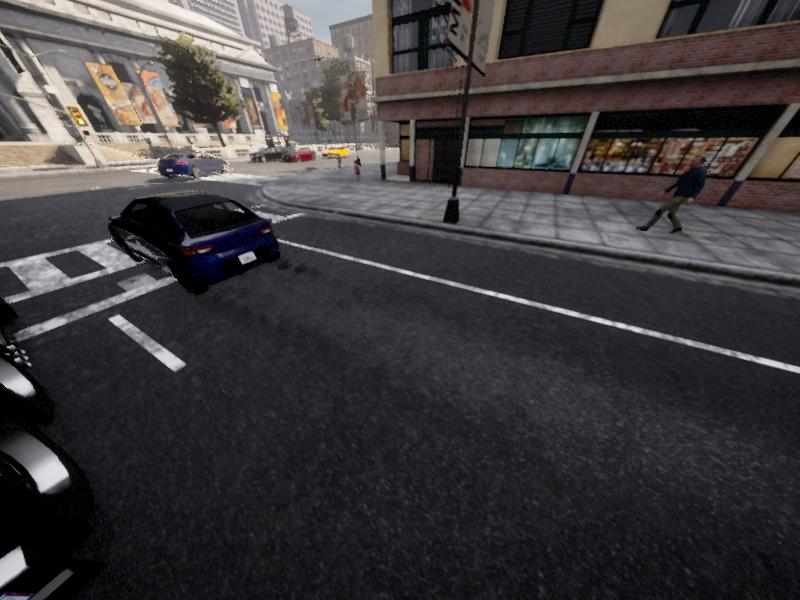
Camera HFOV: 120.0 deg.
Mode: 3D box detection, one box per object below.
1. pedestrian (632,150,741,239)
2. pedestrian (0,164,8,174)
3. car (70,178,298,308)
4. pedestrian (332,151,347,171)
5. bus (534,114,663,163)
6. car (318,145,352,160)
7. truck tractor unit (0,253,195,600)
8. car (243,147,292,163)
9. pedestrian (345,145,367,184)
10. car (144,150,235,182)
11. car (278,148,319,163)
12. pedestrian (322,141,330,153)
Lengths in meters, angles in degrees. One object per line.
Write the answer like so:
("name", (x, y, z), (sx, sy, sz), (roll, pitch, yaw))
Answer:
("pedestrian", (6.911, -2.604, 5.748), (0.751, 1.860, 0.751), (14, 37, 19))
("pedestrian", (-32.159, -10.874, 17.950), (0.751, 1.860, 0.751), (11, 37, 16))
("car", (-4.538, -1.526, 4.940), (4.193, 1.474, 1.816), (18, 39, 25))
("pedestrian", (-4.987, -11.489, 19.100), (0.751, 1.300, 0.751), (27, 43, 33))
("bus", (22.491, -19.086, 27.515), (10.273, 4.253, 3.944), (17, 38, 23))
("car", (-9.463, -21.790, 34.036), (1.882, 1.535, 5.008), (16, 38, 22))
("truck tractor unit", (-5.092, -0.320, 0.803), (6.516, 4.208, 3.053), (19, 39, 25))
("car", (-16.543, -18.378, 29.216), (2.128, 1.511, 4.902), (17, 39, 23))
("pedestrian", (-2.489, -7.737, 13.199), (0.751, 1.860, 0.751), (28, 44, 34))
("car", (-15.314, -10.180, 17.331), (2.152, 1.651, 5.027), (0, 35, 1))
("car", (-12.659, -18.239, 29.110), (1.994, 1.385, 4.181), (17, 38, 23))
("pedestrian", (-14.144, -29.297, 44.269), (0.751, 1.860, 0.751), (17, 38, 23))
